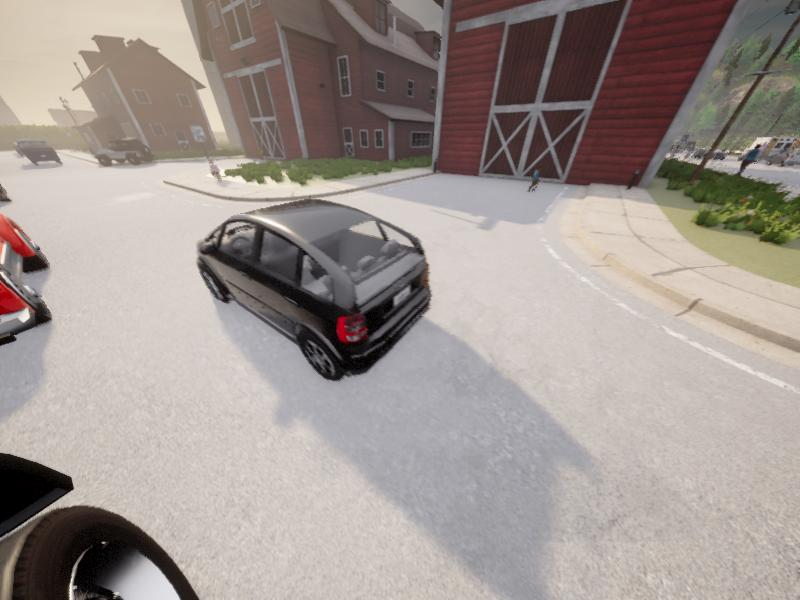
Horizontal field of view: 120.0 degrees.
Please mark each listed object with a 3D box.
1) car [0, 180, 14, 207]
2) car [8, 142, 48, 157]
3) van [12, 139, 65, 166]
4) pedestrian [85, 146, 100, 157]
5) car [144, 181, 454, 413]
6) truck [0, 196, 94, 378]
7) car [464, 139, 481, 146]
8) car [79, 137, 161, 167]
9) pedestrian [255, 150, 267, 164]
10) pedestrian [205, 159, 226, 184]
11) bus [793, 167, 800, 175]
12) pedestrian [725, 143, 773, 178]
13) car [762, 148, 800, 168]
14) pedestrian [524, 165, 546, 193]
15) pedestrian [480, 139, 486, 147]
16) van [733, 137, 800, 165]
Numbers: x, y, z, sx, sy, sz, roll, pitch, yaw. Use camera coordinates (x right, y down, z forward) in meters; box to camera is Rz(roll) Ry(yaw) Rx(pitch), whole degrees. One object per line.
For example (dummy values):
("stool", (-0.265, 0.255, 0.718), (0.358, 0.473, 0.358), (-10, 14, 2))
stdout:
("car", (-17.640, -4.582, 9.109), (4.181, 1.385, 1.994), (22, 41, 28))
("car", (-49.650, -20.101, 30.827), (4.792, 1.488, 2.163), (22, 41, 28))
("van", (-34.515, -14.156, 22.050), (4.442, 1.987, 1.775), (22, 41, 28))
("pedestrian", (-36.683, -17.703, 27.531), (0.500, 1.100, 0.500), (16, 38, 21))
("car", (-1.427, -0.552, 3.308), (3.705, 1.549, 1.789), (22, 41, 28))
("truck", (-7.002, -0.711, 2.729), (5.204, 2.467, 2.627), (22, 41, 28))
("car", (23.365, -50.571, 74.314), (4.553, 1.767, 2.097), (22, 41, 28))
("car", (-24.419, -13.071, 20.384), (3.866, 1.878, 1.905), (-6, 41, -5))
("pedestrian", (-12.923, -13.345, 21.512), (0.500, 1.100, 0.500), (21, 40, 26))
("pedestrian", (-9.779, -6.839, 12.290), (0.500, 1.100, 0.500), (-19, 39, -25))
("bus", (30.926, -9.100, 13.363), (3.944, 4.253, 10.273), (23, 40, 28))
("pedestrian", (22.536, -9.009, 14.964), (0.751, 1.860, 0.751), (23, 41, 28))
("car", (38.791, -14.076, 22.853), (1.845, 1.501, 3.633), (23, 41, 29))
("pedestrian", (6.248, -5.617, 10.717), (0.500, 1.100, 0.500), (23, 41, 28))
("pedestrian", (22.366, -42.381, 62.317), (0.751, 1.860, 0.751), (24, 42, 30))
("van", (42.495, -17.365, 26.764), (2.351, 2.431, 6.366), (23, 41, 29))
